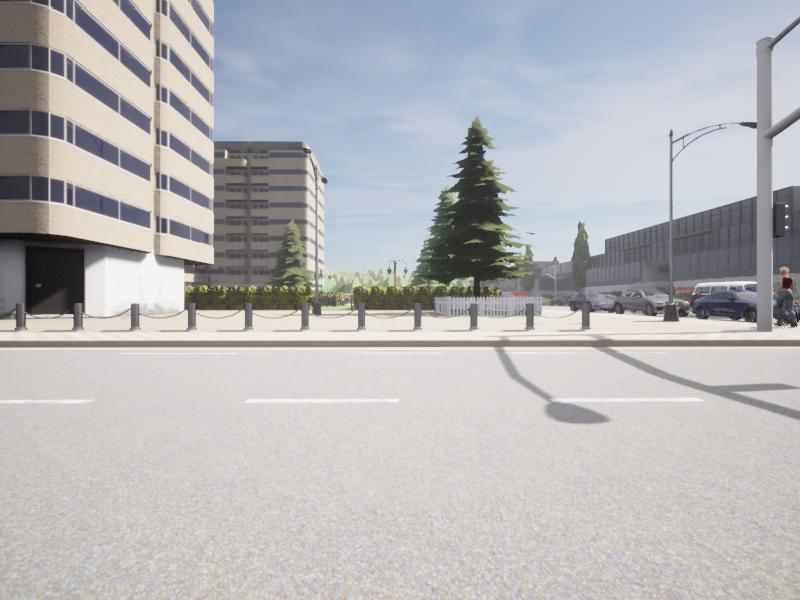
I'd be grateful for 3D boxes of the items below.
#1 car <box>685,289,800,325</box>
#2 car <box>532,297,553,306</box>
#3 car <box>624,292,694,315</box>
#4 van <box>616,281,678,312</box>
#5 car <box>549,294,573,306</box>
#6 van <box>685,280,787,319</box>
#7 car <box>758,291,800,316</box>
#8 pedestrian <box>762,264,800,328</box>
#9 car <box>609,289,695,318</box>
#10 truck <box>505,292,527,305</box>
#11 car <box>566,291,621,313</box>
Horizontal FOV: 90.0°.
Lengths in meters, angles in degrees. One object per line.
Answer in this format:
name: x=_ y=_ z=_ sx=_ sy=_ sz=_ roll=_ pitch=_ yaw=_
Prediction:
car: x=15.535 y=0.270 z=18.225 sx=1.812 sy=1.442 sz=4.674 roll=0 pitch=0 yaw=1
car: x=25.453 y=0.220 z=71.678 sx=1.801 sy=1.575 sz=5.366 roll=0 pitch=0 yaw=-1
car: x=18.953 y=0.223 z=29.598 sx=1.882 sy=1.535 sz=5.008 roll=0 pitch=0 yaw=-1
van: x=22.377 y=-0.278 z=36.569 sx=1.988 sy=2.561 sz=5.915 roll=0 pitch=0 yaw=-1
car: x=25.550 y=0.052 z=63.515 sx=1.932 sy=1.855 sz=4.605 roll=0 pitch=0 yaw=-1
van: x=19.027 y=-0.029 z=23.001 sx=2.069 sy=2.038 sz=4.480 roll=0 pitch=0 yaw=-1
car: x=26.004 y=0.201 z=25.375 sx=1.801 sy=1.575 sz=5.366 roll=0 pitch=0 yaw=-1
pedestrian: x=11.690 y=-0.115 z=12.148 sx=0.751 sy=1.860 sz=0.751 roll=0 pitch=0 yaw=9
car: x=15.509 y=0.181 z=25.024 sx=2.152 sy=1.651 sz=5.027 roll=0 pitch=0 yaw=-1
truck: x=21.894 y=-0.245 z=75.673 sx=2.627 sy=2.467 sz=5.204 roll=0 pitch=0 yaw=-1
car: x=15.420 y=0.178 z=32.250 sx=2.033 sy=1.649 sz=4.856 roll=0 pitch=0 yaw=-1
